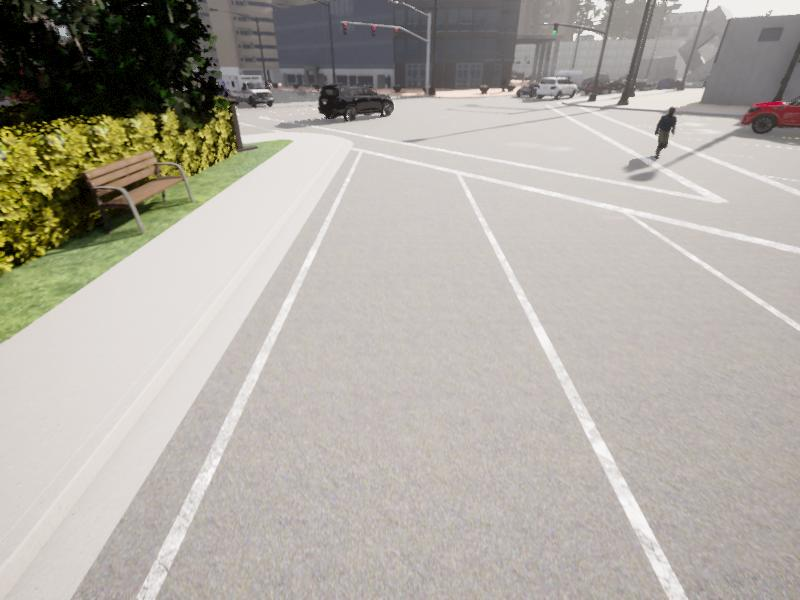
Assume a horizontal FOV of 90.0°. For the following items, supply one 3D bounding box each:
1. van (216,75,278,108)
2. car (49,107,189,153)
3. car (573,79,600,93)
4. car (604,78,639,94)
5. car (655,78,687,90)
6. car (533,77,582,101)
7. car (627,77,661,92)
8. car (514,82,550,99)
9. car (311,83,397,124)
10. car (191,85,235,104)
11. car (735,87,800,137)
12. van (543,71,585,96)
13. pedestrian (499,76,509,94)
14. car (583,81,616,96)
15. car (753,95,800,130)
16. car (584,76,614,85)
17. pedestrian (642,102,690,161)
[{"bbox_3d":[-14.018,-19.129,36.575,2.351,2.431,6.366,-26,39,-37],"label":"van"},{"bbox_3d":[-12.457,-7.760,18.021,4.718,1.301,1.895,-26,39,-37],"label":"car"},{"bbox_3d":[24.976,-28.668,53.548,3.633,1.501,1.845,-27,39,-37],"label":"car"},{"bbox_3d":[29.219,-28.264,52.745,5.238,1.638,1.930,-26,39,-37],"label":"car"},{"bbox_3d":[40.623,-32.412,60.000,4.193,1.474,1.816,-15,33,-23],"label":"car"},{"bbox_3d":[16.649,-22.346,42.224,5.566,2.045,2.150,-26,39,-36],"label":"car"},{"bbox_3d":[34.567,-30.565,56.679,5.238,1.638,1.930,-22,37,-33],"label":"car"},{"bbox_3d":[14.846,-23.640,45.004,4.193,1.474,1.816,-26,39,-37],"label":"car"},{"bbox_3d":[-2.859,-13.078,26.398,2.150,2.045,5.566,24,38,35],"label":"car"},{"bbox_3d":[-19.513,-21.465,41.666,2.128,1.511,4.902,-26,39,-37],"label":"car"},{"bbox_3d":[20.271,-9.079,19.403,2.150,2.045,5.566,-26,39,-37],"label":"car"},{"bbox_3d":[20.219,-26.726,49.228,5.915,2.561,1.988,-26,39,-37],"label":"van"},{"bbox_3d":[12.499,-25.940,48.219,0.751,1.860,0.751,20,36,30],"label":"pedestrian"},{"bbox_3d":[24.355,-25.844,48.770,4.193,1.474,1.816,-26,39,-37],"label":"car"},{"bbox_3d":[22.757,-10.106,21.670,1.882,1.535,5.008,-26,39,-37],"label":"car"},{"bbox_3d":[37.592,-41.561,75.729,2.033,1.411,5.357,-7,31,-12],"label":"car"},{"bbox_3d":[9.612,-6.105,14.517,0.751,1.860,0.751,4,31,7],"label":"pedestrian"}]
